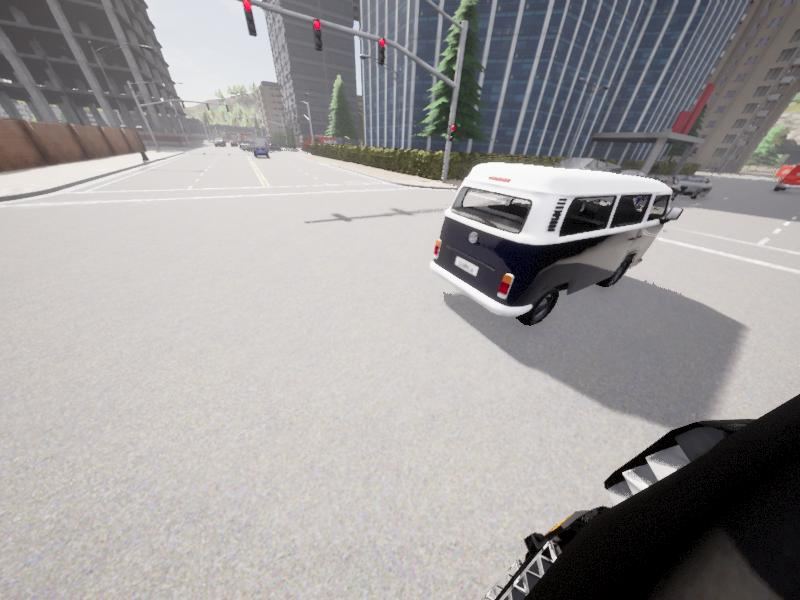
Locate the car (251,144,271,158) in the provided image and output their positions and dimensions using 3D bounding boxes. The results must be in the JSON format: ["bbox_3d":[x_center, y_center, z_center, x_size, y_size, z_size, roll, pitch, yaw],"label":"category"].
[{"bbox_3d":[-20.433,-21.802,33.837,2.007,1.525,4.514,-15,37,-25],"label":"car"}]

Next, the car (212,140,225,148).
[{"bbox_3d":[-47.959,-41.320,61.125,2.033,1.411,5.357,-16,38,-26],"label":"car"}]

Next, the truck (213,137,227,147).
[{"bbox_3d":[-52.384,-46.011,67.209,2.390,2.098,6.274,-16,38,-26],"label":"truck"}]

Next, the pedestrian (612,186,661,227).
[{"bbox_3d":[9.066,-3.613,8.887,0.751,1.300,0.751,-24,42,-34],"label":"pedestrian"}]

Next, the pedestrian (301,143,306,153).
[{"bbox_3d":[-21.401,-33.657,51.271,0.751,1.860,0.751,-16,38,-27],"label":"pedestrian"}]

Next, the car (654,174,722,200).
[{"bbox_3d":[21.296,-8.410,17.066,4.181,1.385,1.994,-16,38,-27],"label":"car"}]

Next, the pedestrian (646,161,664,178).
[{"bbox_3d":[35.105,-17.964,31.805,0.751,1.860,0.751,-16,38,-27],"label":"pedestrian"}]

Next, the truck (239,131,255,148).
[{"bbox_3d":[-45.260,-47.427,68.350,2.891,3.827,8.468,-16,38,-26],"label":"truck"}]

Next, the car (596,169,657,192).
[{"bbox_3d":[18.744,-9.949,19.111,4.674,1.442,1.812,-16,38,-26],"label":"car"}]

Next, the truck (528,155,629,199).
[{"bbox_3d":[11.958,-8.300,15.489,6.274,2.098,2.390,-16,38,-26],"label":"truck"}]

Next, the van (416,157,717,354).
[{"bbox_3d":[2.812,-1.197,4.142,4.480,2.038,2.069,-15,38,-27],"label":"van"}]

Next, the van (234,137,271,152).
[{"bbox_3d":[-29.622,-31.491,46.877,2.351,2.431,6.366,9,34,9],"label":"van"}]

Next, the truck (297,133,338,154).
[{"bbox_3d":[-20.015,-38.252,56.562,8.468,3.827,2.891,-16,38,-27],"label":"truck"}]

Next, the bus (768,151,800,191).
[{"bbox_3d":[49.630,-15.437,27.323,10.273,4.253,3.944,-16,38,-26],"label":"bus"}]

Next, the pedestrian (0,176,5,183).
[{"bbox_3d":[-17.237,-5.614,9.088,0.751,1.860,0.751,-19,39,-30],"label":"pedestrian"}]

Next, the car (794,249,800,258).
[{"bbox_3d":[11.305,-0.680,4.635,1.994,1.385,4.181,25,40,30],"label":"car"}]

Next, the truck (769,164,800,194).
[{"bbox_3d":[41.354,-12.292,23.528,5.204,2.467,2.627,-16,38,-26],"label":"truck"}]

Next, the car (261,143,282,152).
[{"bbox_3d":[-30.675,-36.428,55.040,3.988,1.617,1.851,-17,38,-27],"label":"car"}]

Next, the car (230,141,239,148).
[{"bbox_3d":[-46.851,-44.035,65.398,1.895,1.301,4.718,-16,38,-26],"label":"car"}]

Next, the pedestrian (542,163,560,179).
[{"bbox_3d":[14.560,-12.430,22.322,0.751,1.300,0.751,-16,38,-26],"label":"pedestrian"}]

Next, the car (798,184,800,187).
[{"bbox_3d":[58.916,-16.888,32.675,5.366,1.575,1.801,-16,38,-26],"label":"car"}]

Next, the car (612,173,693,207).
[{"bbox_3d":[15.247,-6.738,13.965,4.193,1.474,1.816,-16,38,-26],"label":"car"}]
